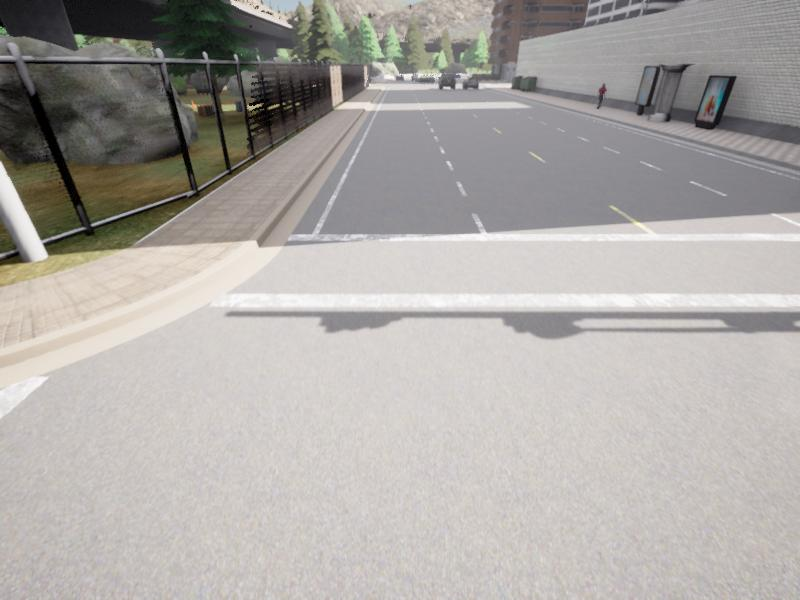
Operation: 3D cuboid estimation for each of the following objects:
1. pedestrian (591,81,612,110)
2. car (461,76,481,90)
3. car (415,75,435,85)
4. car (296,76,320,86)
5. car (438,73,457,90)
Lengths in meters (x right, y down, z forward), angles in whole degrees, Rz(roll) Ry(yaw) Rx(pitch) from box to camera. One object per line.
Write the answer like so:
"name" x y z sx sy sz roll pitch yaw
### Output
"pedestrian" 14.894 -15.109 29.589 0.751 1.860 0.751 2 30 3
"car" 10.481 -32.202 59.398 2.033 1.649 4.856 0 30 0
"car" 4.742 -42.323 76.904 3.705 1.549 1.789 0 30 0
"car" -16.336 -38.795 70.895 3.705 1.549 1.789 0 30 0
"car" 6.981 -32.410 59.362 2.150 2.045 5.566 0 30 0
